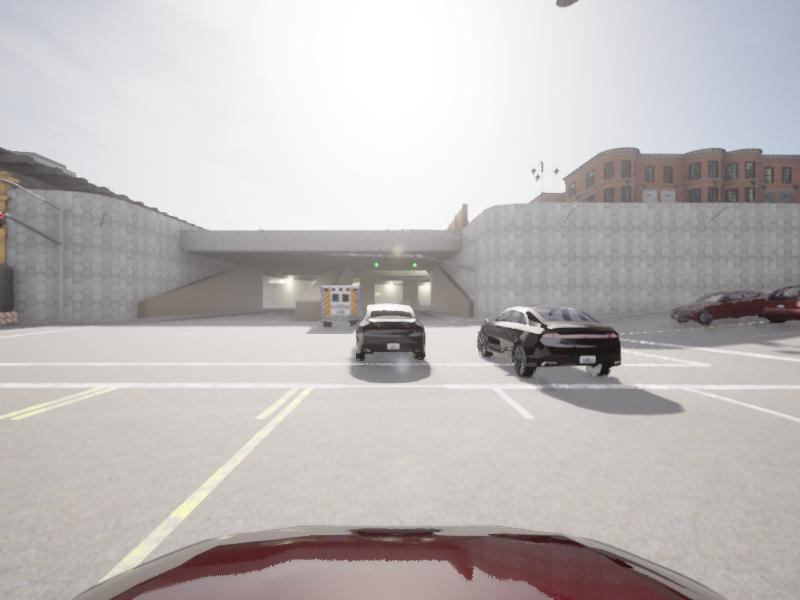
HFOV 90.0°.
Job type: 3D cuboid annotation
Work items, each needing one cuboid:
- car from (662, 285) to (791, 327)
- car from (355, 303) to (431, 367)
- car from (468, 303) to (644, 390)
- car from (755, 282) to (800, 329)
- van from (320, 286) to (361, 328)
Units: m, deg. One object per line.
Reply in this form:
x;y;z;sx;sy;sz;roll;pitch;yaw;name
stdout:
15.848;0.280;19.595;4.674;1.442;1.812;-6;0;2;car
-0.428;0.863;12.128;1.837;1.490;4.892;1;0;-6;car
3.304;0.875;9.805;2.128;1.511;4.902;0;0;-4;car
17.213;0.038;16.140;3.988;1.617;1.851;-8;0;0;car
-3.818;0.387;26.413;2.351;2.431;6.366;0;0;-6;van
